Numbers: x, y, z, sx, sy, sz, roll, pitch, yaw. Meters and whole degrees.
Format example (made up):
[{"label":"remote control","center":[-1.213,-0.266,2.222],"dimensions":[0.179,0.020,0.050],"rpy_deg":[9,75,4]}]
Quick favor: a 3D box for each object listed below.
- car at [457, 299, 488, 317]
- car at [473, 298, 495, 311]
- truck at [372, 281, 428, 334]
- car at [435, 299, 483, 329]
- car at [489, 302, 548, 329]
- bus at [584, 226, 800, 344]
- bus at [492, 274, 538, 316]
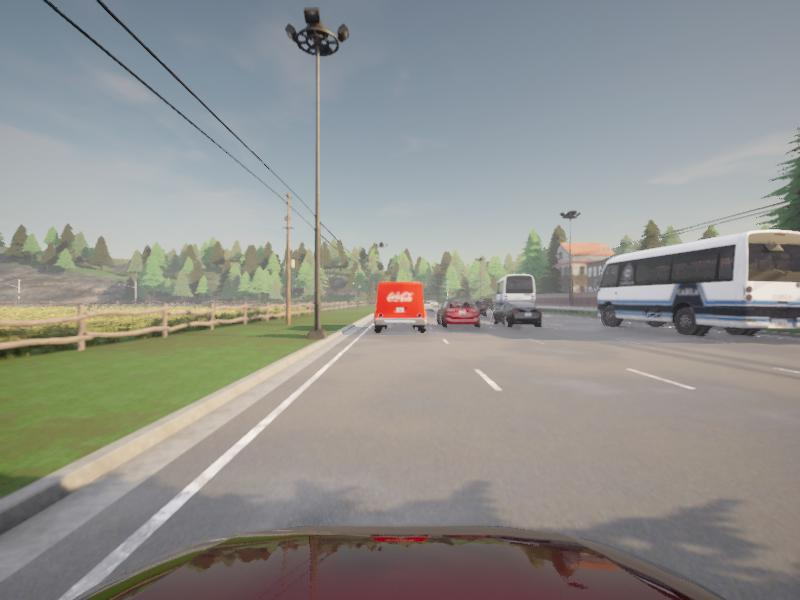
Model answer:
[{"label":"car","center":[6.997,0.755,39.073],"dimensions":[2.242,1.667,4.611],"rpy_deg":[0,0,0]},{"label":"car","center":[12.690,0.642,60.558],"dimensions":[1.905,1.878,3.866],"rpy_deg":[0,-1,-11]},{"label":"truck","center":[0.004,0.357,21.198],"dimensions":[2.627,2.467,5.204],"rpy_deg":[0,0,0]},{"label":"car","center":[3.500,0.757,24.591],"dimensions":[2.242,1.667,4.611],"rpy_deg":[0,0,0]},{"label":"car","center":[7.007,0.851,24.211],"dimensions":[2.163,1.488,4.792],"rpy_deg":[0,0,0]},{"label":"bus","center":[13.739,-0.536,19.770],"dimensions":[3.944,4.253,10.273],"rpy_deg":[1,0,-4]},{"label":"bus","center":[12.937,-0.534,46.013],"dimensions":[3.944,4.253,10.273],"rpy_deg":[0,0,9]}]
